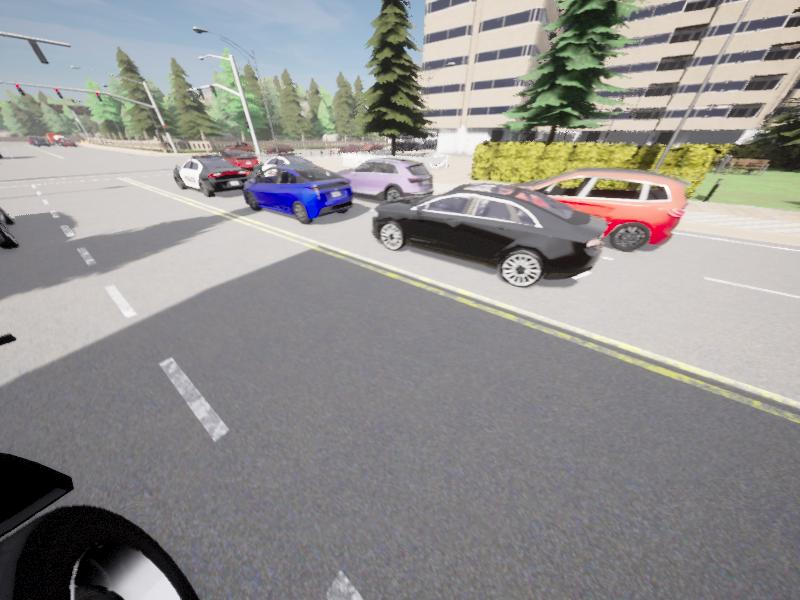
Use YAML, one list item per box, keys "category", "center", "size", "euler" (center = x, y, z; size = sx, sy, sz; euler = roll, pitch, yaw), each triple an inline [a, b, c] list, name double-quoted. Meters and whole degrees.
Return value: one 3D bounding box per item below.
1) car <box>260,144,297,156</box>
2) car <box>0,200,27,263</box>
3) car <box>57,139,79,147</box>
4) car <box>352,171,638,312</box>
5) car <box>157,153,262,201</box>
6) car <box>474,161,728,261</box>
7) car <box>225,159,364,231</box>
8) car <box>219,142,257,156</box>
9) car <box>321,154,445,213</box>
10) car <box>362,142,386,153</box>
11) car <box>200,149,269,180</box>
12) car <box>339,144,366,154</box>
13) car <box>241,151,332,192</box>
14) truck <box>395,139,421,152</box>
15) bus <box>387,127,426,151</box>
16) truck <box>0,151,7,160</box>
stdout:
- category: "car"
  center: [-18.625, -23.245, 35.660]
  size: [1.812, 1.442, 4.674]
  euler: [22, 40, 28]
- category: "car"
  center: [-11.106, -2.061, 5.306]
  size: [5.238, 1.638, 1.930]
  euler: [22, 40, 28]
- category: "car"
  center: [-75.564, -35.680, 52.562]
  size: [3.806, 1.475, 1.970]
  euler: [22, 40, 28]
- category: "car"
  center: [1.536, -1.740, 5.150]
  size: [4.902, 1.511, 2.128]
  euler: [22, 40, 28]
- category: "car"
  center: [-9.400, -6.217, 11.372]
  size: [4.974, 1.542, 2.038]
  euler: [22, 40, 28]
- category: "car"
  center: [4.940, -2.865, 6.671]
  size: [4.611, 1.667, 2.242]
  euler: [22, 40, 28]
- category: "car"
  center: [-3.682, -3.878, 8.116]
  size: [4.514, 1.525, 2.007]
  euler: [22, 40, 28]
- category: "car"
  center: [-24.025, -22.492, 34.361]
  size: [1.851, 1.617, 3.988]
  euler: [24, 41, 29]
- category: "car"
  center: [-0.823, -5.200, 9.961]
  size: [4.856, 1.649, 2.033]
  euler: [22, 40, 28]
- category: "car"
  center: [-5.145, -30.745, 46.433]
  size: [2.152, 1.651, 5.027]
  euler: [22, 40, 28]
- category: "car"
  center: [-11.590, -9.603, 16.185]
  size: [4.514, 1.525, 2.007]
  euler: [23, 41, 29]
- category: "car"
  center: [-8.189, -26.364, 40.342]
  size: [1.994, 1.385, 4.181]
  euler: [29, 44, 34]
- category: "car"
  center: [-6.520, -7.489, 13.234]
  size: [4.974, 1.542, 2.038]
  euler: [22, 40, 28]
- category: "truck"
  center: [1.701, -33.053, 49.420]
  size: [2.390, 2.098, 6.274]
  euler: [23, 41, 29]
- category: "bus"
  center: [1.644, -37.421, 53.791]
  size: [3.944, 4.253, 10.273]
  euler: [22, 41, 28]
- category: "truck"
  center: [-46.098, -16.704, 24.994]
  size: [5.204, 2.467, 2.627]
  euler: [22, 40, 28]
